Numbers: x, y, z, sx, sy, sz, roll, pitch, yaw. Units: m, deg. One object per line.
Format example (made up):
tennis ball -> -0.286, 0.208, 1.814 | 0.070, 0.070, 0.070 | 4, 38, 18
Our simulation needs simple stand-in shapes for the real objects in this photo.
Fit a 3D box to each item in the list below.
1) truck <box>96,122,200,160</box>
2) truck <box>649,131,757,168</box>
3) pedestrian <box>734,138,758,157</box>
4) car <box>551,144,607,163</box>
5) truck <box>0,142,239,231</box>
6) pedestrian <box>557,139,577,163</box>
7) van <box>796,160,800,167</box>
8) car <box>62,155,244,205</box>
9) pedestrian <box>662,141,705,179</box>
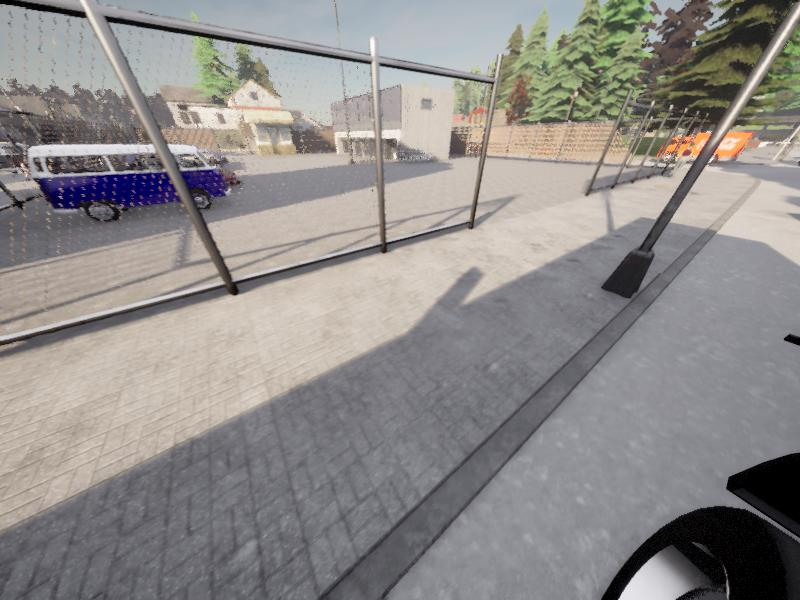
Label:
truck -> -34.221, -22.034, 32.002 | 2.891, 3.827, 8.468 | 22, 41, 28
truck -> 27.329, -13.824, 21.152 | 2.627, 2.467, 5.204 | -22, 40, -28
pedestrian -> 41.166, -18.128, 27.486 | 0.751, 1.860, 0.751 | -24, 42, -30
car -> 19.400, -16.074, 25.267 | 1.816, 1.474, 4.193 | -22, 41, -28
truck -> -8.551, -4.056, 7.818 | 4.478, 2.038, 2.069 | -22, 41, -28
pedestrian -> 15.786, -14.083, 21.899 | 0.751, 1.860, 0.751 | -22, 41, -28
van -> 37.474, -13.140, 20.080 | 5.915, 2.561, 1.988 | -22, 41, -28
car -> -10.684, -5.722, 10.731 | 5.357, 1.415, 2.033 | -22, 41, -28
pedestrian -> 16.626, -8.223, 13.596 | 0.751, 1.860, 0.751 | -22, 41, -28
